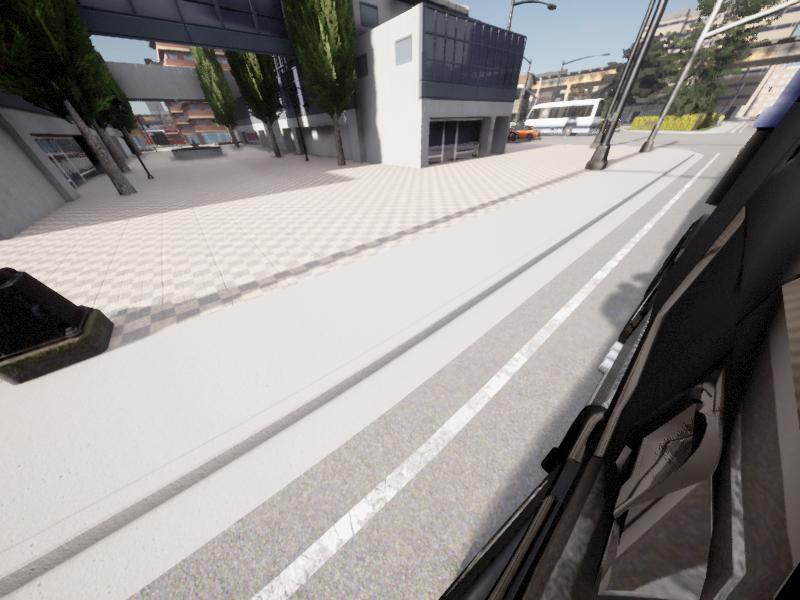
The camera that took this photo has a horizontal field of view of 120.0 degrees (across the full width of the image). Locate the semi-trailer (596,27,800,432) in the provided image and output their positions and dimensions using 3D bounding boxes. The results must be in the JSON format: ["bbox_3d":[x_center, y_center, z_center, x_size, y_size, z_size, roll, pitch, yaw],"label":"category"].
[{"bbox_3d":[8.822,-3.518,4.103,14.254,4.402,2.717,-27,43,-28],"label":"semi-trailer"}]

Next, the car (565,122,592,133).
[{"bbox_3d":[34.008,-32.953,44.167,1.801,1.575,5.366,3,37,7],"label":"car"}]

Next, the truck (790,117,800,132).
[{"bbox_3d":[48.567,-21.044,26.673,5.204,2.467,2.627,-28,44,-29],"label":"truck"}]

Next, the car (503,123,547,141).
[{"bbox_3d":[16.982,-22.967,31.637,2.097,1.767,4.553,-28,44,-30],"label":"car"}]

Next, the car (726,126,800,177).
[{"bbox_3d":[17.121,-6.861,10.466,4.974,1.542,2.038,-27,43,-30],"label":"car"}]

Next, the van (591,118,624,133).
[{"bbox_3d":[37.634,-31.869,42.125,2.069,2.038,4.480,1,37,5],"label":"van"}]

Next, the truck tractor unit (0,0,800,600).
[{"bbox_3d":[2.645,-0.295,0.351,6.516,4.208,3.053,-28,44,-30],"label":"truck tractor unit"}]

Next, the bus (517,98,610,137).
[{"bbox_3d":[24.851,-28.141,36.021,3.944,4.253,10.273,-28,44,-30],"label":"bus"}]

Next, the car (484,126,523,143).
[{"bbox_3d":[13.615,-21.923,30.603,1.851,1.617,3.988,-28,44,-29],"label":"car"}]
